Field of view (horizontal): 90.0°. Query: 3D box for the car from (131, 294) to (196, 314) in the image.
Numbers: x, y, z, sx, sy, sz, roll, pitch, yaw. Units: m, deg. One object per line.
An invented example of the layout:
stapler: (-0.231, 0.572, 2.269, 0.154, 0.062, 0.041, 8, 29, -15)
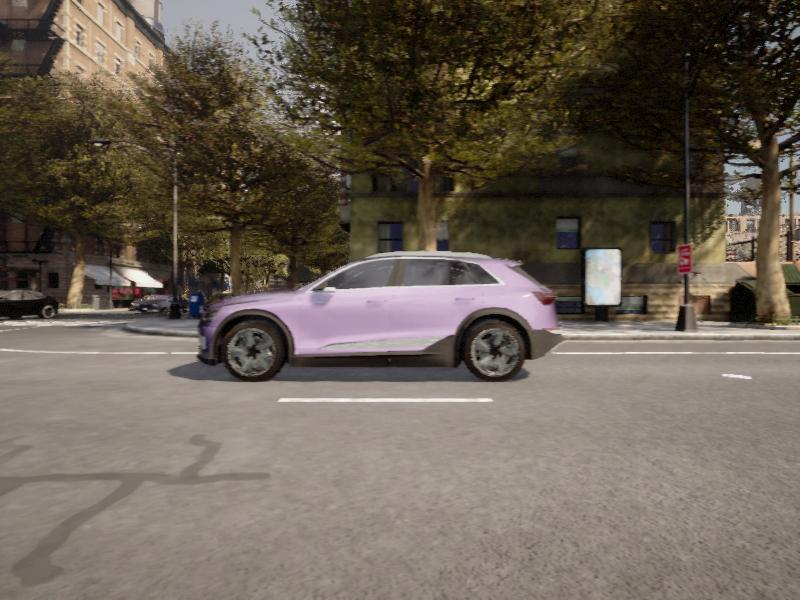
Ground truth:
car: (-18.761, 0.286, 32.113, 2.033, 1.411, 5.357, 0, 0, 0)

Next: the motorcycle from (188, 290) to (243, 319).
motorcycle: (-9.035, 0.216, 19.634, 2.356, 1.277, 0.764, 0, -10, -30)

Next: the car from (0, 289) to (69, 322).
car: (-18.968, 0.243, 19.078, 2.163, 1.488, 4.792, 0, 0, 4)

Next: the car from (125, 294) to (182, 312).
car: (-22.475, 0.252, 36.734, 2.231, 1.521, 4.892, 0, 0, 0)

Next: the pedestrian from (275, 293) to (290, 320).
pedestrian: (-4.905, 0.263, 16.690, 0.500, 1.100, 0.500, 0, 0, -30)

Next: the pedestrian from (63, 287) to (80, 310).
pedestrian: (-26.161, -0.126, 31.902, 0.751, 1.860, 0.751, 0, 0, 12)

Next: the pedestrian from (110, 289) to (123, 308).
pedestrian: (-27.634, -0.111, 38.942, 0.751, 1.860, 0.751, 0, 0, -4)

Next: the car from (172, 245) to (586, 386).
car: (-0.245, 0.177, 5.702, 4.856, 1.649, 2.033, 0, 0, 0)

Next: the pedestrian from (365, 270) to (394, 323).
pedestrian: (-0.736, -0.115, 14.447, 0.751, 1.860, 0.751, 0, 0, 25)

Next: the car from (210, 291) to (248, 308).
car: (-21.736, -0.037, 51.097, 2.435, 2.045, 5.566, 0, 0, 0)
